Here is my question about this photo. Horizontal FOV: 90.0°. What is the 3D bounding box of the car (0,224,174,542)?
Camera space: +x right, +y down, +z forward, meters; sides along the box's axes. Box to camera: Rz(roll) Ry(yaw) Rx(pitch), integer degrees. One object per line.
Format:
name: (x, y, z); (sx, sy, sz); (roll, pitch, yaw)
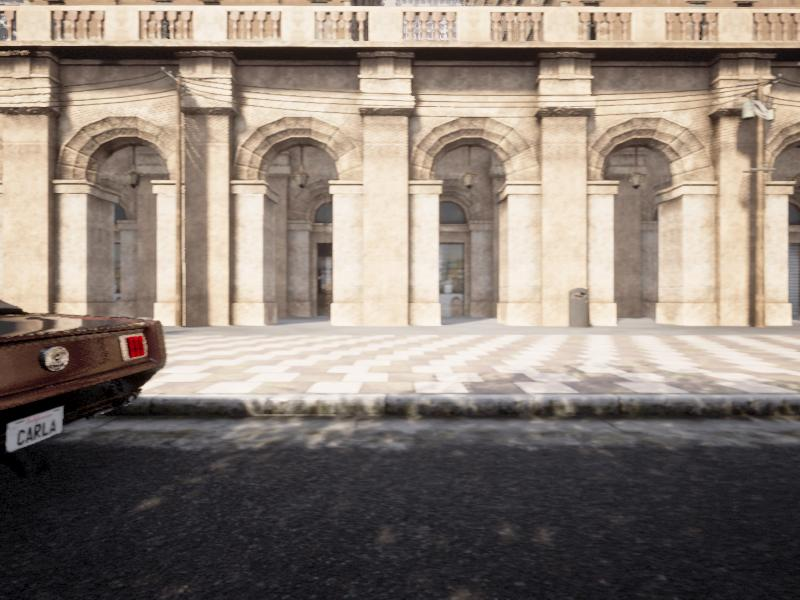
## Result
car: (-3.996, 0.337, 1.951); (4.718, 1.301, 1.895); (0, 0, 0)
